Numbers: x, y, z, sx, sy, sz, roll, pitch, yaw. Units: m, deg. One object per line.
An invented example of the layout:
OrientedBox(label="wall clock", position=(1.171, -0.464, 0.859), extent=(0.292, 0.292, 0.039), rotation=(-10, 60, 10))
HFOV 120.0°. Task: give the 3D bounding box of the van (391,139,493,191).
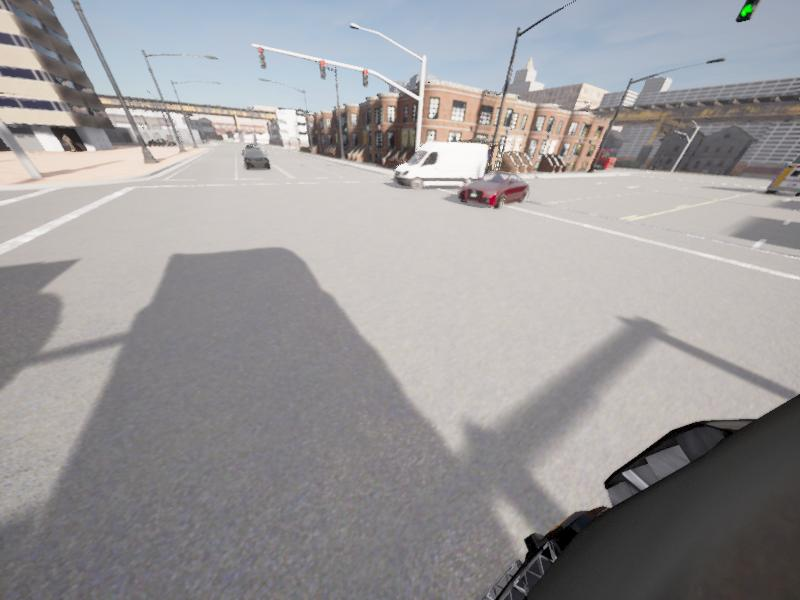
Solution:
OrientedBox(label="van", position=(2.570, -8.547, 14.755), extent=(5.915, 2.561, 1.988), rotation=(-10, 36, -18))

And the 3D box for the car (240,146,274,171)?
OrientedBox(label="car", position=(-12.933, -12.758, 20.729), extent=(1.930, 1.638, 5.238), rotation=(-16, 38, -26))

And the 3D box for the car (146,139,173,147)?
OrientedBox(label="car", position=(-54.911, -35.910, 52.864), extent=(3.806, 1.475, 1.970), rotation=(-18, 39, -27))

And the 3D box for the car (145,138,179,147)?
OrientedBox(label="car", position=(-56.682, -37.744, 55.267), extent=(5.238, 1.638, 1.930), rotation=(-18, 39, -27))

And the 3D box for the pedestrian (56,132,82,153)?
OrientedBox(label="pedestrian", position=(-37.954, -18.057, 26.522), extent=(0.751, 1.860, 0.751), rotation=(-6, 35, -13))

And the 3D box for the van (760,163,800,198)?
OrientedBox(label="van", position=(36.445, -10.952, 21.079), extent=(6.366, 2.431, 2.351), rotation=(-16, 38, -26))

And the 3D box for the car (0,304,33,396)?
OrientedBox(label="car", position=(-5.520, 0.851, 0.808), extent=(3.988, 1.617, 1.851), rotation=(-25, 43, -36))

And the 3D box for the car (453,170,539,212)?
OrientedBox(label="car", position=(4.798, -5.548, 11.464), extent=(4.181, 1.385, 1.994), rotation=(-25, 42, -35))

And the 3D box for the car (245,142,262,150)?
OrientedBox(label="car", position=(-39.204, -41.164, 61.720), extent=(4.902, 1.511, 2.128), rotation=(29, 41, 33))

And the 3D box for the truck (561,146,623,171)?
OrientedBox(label="truck", position=(38.125, -28.515, 46.426), extent=(2.891, 3.827, 8.468), rotation=(-16, 38, -26))
